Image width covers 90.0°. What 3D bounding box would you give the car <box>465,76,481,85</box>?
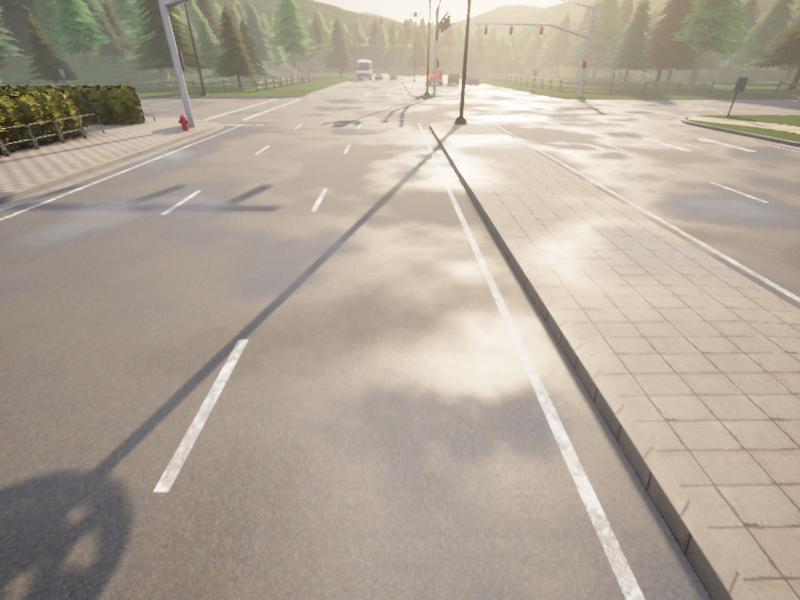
[{"bbox_3d":[13.454,-40.578,73.905,2.033,1.411,5.357,0,30,-1],"label":"car"}]

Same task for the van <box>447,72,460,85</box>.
[{"bbox_3d":[9.941,-41.163,74.329,1.775,1.987,4.442,0,30,-1],"label":"van"}]

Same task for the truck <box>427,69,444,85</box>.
[{"bbox_3d":[6.452,-40.993,73.557,2.627,2.467,5.204,0,30,-1],"label":"truck"}]
